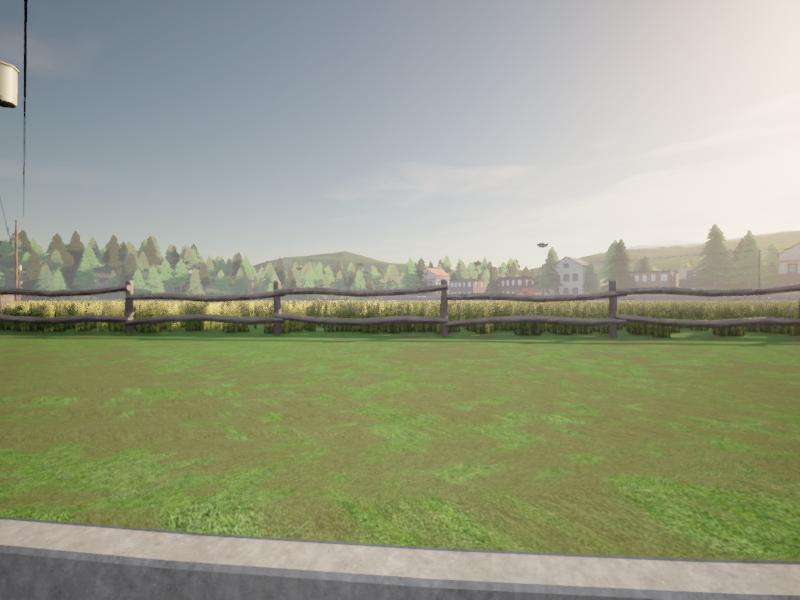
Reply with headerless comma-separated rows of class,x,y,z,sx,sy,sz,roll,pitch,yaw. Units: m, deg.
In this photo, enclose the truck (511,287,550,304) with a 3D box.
truck,30.750,-0.924,94.548,2.891,3.827,8.468,0,0,-43
